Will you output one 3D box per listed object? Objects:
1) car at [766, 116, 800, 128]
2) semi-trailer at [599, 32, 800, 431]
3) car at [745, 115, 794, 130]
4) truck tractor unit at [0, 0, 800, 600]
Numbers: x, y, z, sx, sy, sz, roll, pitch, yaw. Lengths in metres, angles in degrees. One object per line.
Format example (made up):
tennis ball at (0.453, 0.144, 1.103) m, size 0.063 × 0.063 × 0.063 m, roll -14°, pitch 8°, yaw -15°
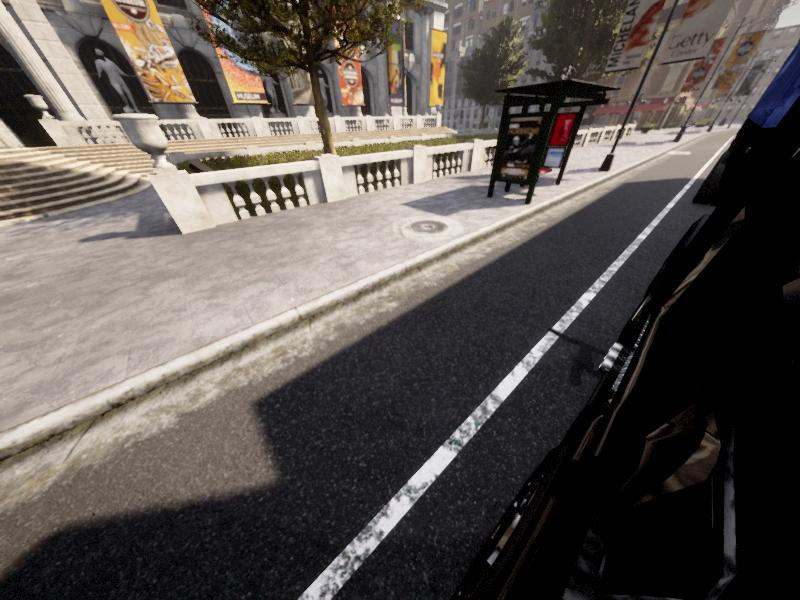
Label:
car at (57.891, -26.323, 34.099) m, size 4.718 × 1.301 × 1.895 m, roll -8°, pitch 37°, yaw -7°
semi-trailer at (8.644, -3.643, 4.279) m, size 14.254 × 4.402 × 2.717 m, roll -29°, pitch 44°, yaw -30°
car at (52.434, -25.173, 32.779) m, size 4.674 × 1.452 × 2.002 m, roll -14°, pitch 38°, yaw -15°
truck tractor unit at (2.645, -0.295, 0.351) m, size 6.516 × 4.208 × 3.053 m, roll -28°, pitch 44°, yaw -30°
